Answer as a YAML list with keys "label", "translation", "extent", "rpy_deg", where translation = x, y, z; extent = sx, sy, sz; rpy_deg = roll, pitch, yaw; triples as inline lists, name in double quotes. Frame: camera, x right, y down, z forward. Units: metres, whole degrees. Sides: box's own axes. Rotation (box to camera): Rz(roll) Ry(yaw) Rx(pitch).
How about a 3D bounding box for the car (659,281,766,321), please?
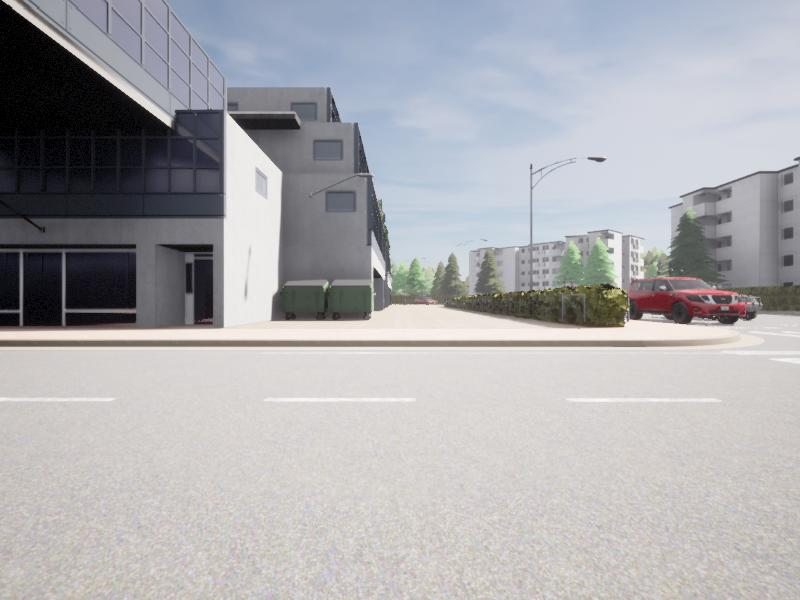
- label: "car"
  translation: [15.898, 0.053, 20.750]
  extent: [1.932, 1.855, 4.605]
  rpy_deg: [0, 0, 0]

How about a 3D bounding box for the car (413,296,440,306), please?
- label: "car"
  translation: [4.545, 0.224, 69.476]
  extent: [2.242, 1.667, 4.611]
  rpy_deg: [0, 0, -36]

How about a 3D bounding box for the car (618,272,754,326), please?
- label: "car"
  translation: [12.393, -0.031, 18.012]
  extent: [2.150, 2.045, 5.566]
  rpy_deg: [0, 0, 0]
